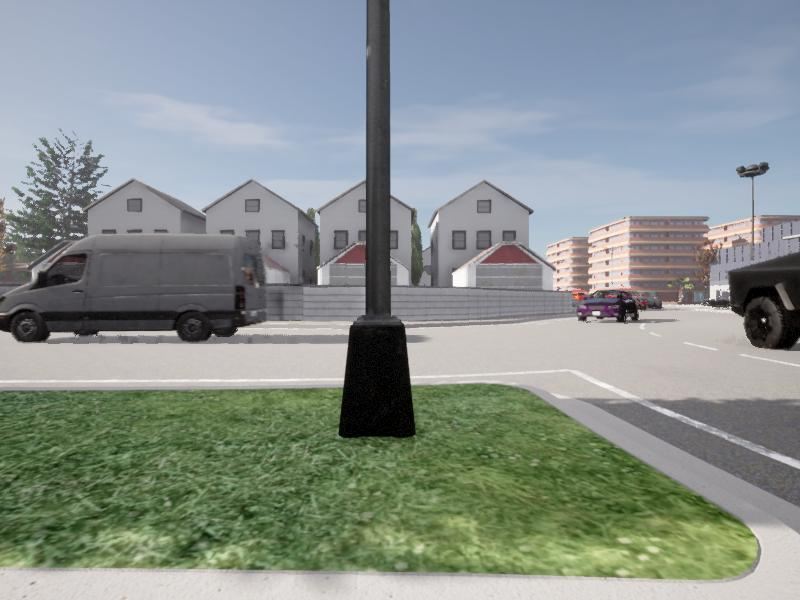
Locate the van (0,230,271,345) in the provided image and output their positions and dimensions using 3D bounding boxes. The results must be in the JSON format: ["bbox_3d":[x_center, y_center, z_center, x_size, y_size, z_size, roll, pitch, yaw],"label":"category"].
[{"bbox_3d":[-6.504,-0.277,10.045,5.915,2.561,1.988,0,0,-2],"label":"van"}]

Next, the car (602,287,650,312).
[{"bbox_3d":[20.494,-0.032,36.524,2.150,2.045,5.566,0,0,11],"label":"car"}]

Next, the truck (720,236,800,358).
[{"bbox_3d":[7.942,-0.057,5.867,2.390,2.098,6.274,0,0,11],"label":"truck"}]

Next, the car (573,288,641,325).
[{"bbox_3d":[9.372,0.254,17.979,1.816,1.474,4.193,0,0,40],"label":"car"}]

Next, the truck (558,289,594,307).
[{"bbox_3d":[24.749,-0.242,56.515,2.627,2.467,5.204,0,0,-1],"label":"truck"}]

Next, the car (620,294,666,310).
[{"bbox_3d":[24.541,0.229,40.641,2.038,1.542,4.974,0,0,4],"label":"car"}]
